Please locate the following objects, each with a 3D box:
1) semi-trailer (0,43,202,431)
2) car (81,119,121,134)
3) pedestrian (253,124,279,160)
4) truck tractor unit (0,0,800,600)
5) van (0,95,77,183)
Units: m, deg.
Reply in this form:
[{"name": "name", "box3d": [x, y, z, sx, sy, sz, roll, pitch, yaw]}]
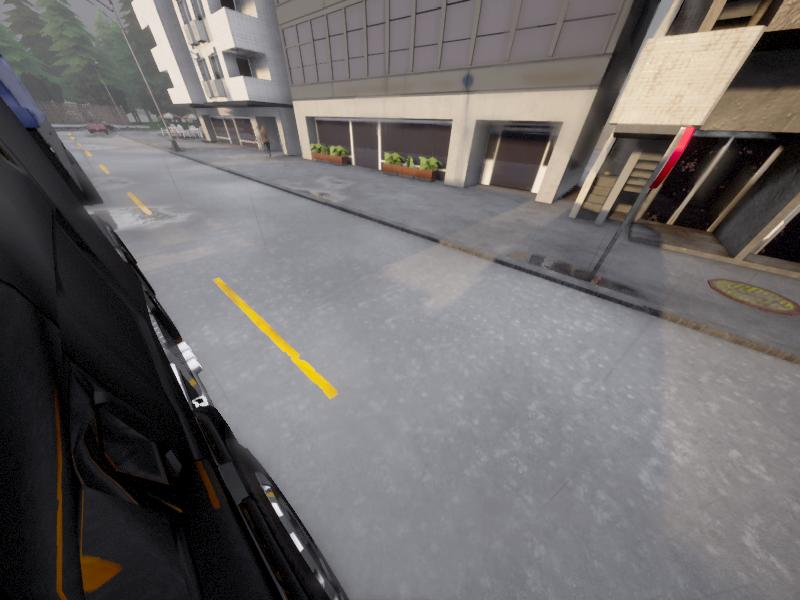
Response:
[{"name": "semi-trailer", "box3d": [-8.693, -3.610, 4.232, 14.254, 4.402, 2.717, 28, 44, 30]}, {"name": "car", "box3d": [-39.164, -22.775, 30.359, 1.845, 1.501, 3.633, -17, 41, -23]}, {"name": "pedestrian", "box3d": [-8.654, -10.215, 14.987, 0.751, 1.860, 0.751, 26, 43, 28]}, {"name": "truck tractor unit", "box3d": [-2.645, -0.295, 0.351, 6.516, 4.208, 3.053, 28, 44, 30]}, {"name": "van", "box3d": [-16.357, -6.919, 9.755, 5.915, 2.561, 1.988, 28, 44, 30]}]
